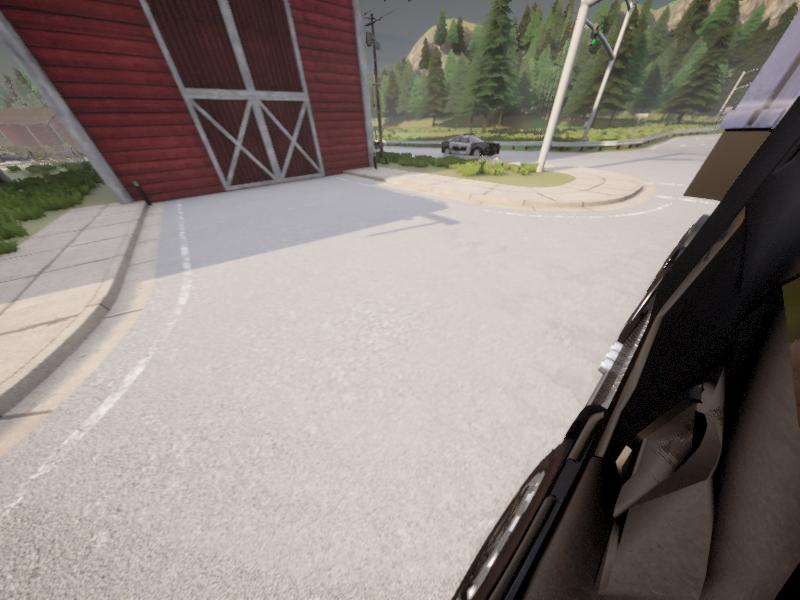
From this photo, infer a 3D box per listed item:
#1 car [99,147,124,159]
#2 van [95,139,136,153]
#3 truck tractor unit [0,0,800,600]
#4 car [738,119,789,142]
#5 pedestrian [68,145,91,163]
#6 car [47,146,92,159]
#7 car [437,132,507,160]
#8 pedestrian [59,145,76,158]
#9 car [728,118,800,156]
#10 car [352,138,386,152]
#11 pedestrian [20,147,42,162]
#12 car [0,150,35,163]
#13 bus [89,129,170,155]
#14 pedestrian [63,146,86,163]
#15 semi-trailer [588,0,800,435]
[{"bbox_3d":[-48.158,-24.621,38.666,1.816,1.474,4.193,-28,43,-30],"label":"car"},{"bbox_3d":[-72.608,-39.357,59.098,5.915,2.561,1.988,-28,43,-30],"label":"van"},{"bbox_3d":[2.645,-0.295,0.351,6.516,4.208,3.053,-28,44,-30],"label":"truck tractor unit"},{"bbox_3d":[32.206,-15.115,20.553,4.193,1.474,1.816,-28,44,-30],"label":"car"},{"bbox_3d":[-40.978,-18.616,29.543,0.751,1.860,0.751,-27,43,-29],"label":"pedestrian"},{"bbox_3d":[-65.485,-29.370,45.923,4.553,1.767,2.097,-28,44,-30],"label":"car"},{"bbox_3d":[5.766,-12.899,19.255,1.930,1.638,5.238,-28,43,-29],"label":"car"},{"bbox_3d":[-59.106,-26.328,41.074,0.751,1.860,0.751,-29,44,-31],"label":"pedestrian"},{"bbox_3d":[23.601,-10.546,14.847,4.611,1.667,2.242,-28,44,-30],"label":"car"},{"bbox_3d":[-4.000,-19.596,29.156,1.895,1.301,4.718,-28,43,-29],"label":"car"},{"bbox_3d":[-58.585,-23.081,36.691,0.751,1.860,0.751,-16,39,-17],"label":"pedestrian"},{"bbox_3d":[-71.380,-26.126,42.186,4.611,1.667,2.242,-28,44,-30],"label":"car"},{"bbox_3d":[-58.483,-34.805,50.662,3.944,4.253,10.273,5,37,10],"label":"bus"},{"bbox_3d":[-41.754,-18.667,29.663,0.751,1.860,0.751,20,42,27],"label":"pedestrian"},{"bbox_3d":[9.406,-2.991,3.372,14.254,4.402,2.717,-19,39,-21],"label":"semi-trailer"}]
